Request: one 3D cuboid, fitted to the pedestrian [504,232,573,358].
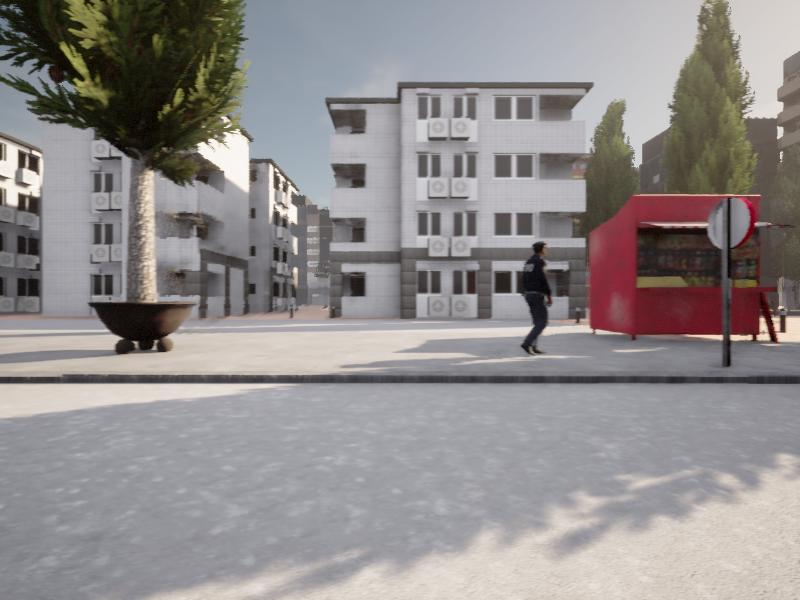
[{"bbox_3d":[2.185,-0.067,6.362,0.751,1.860,0.751,0,0,-14],"label":"pedestrian"}]
